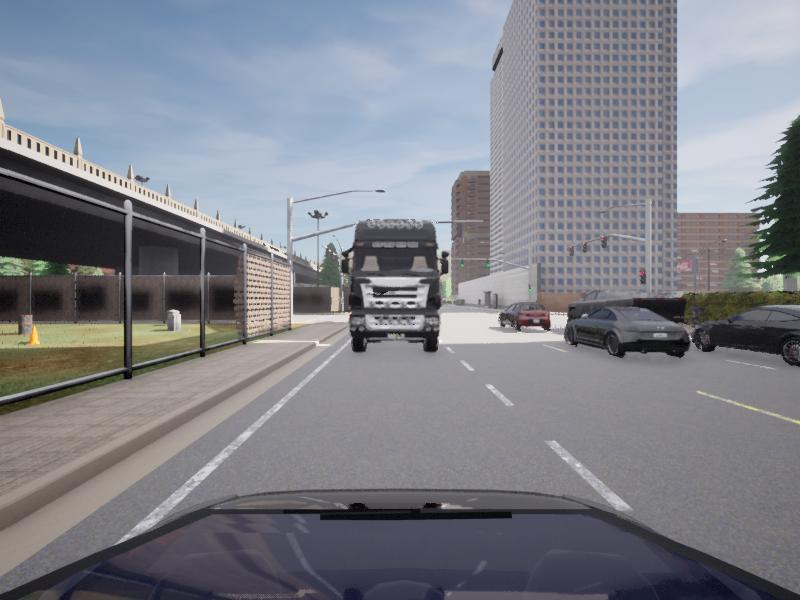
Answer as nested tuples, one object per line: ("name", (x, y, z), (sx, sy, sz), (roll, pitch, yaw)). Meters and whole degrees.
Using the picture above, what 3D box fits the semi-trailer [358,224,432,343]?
("semi-trailer", (-0.259, -0.617, 21.861), (2.717, 4.402, 14.254), (0, 0, -1))

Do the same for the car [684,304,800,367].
("car", (10.361, 0.870, 10.934), (1.812, 1.442, 4.674), (0, 0, -1))

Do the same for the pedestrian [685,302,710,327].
("pedestrian", (15.800, 0.765, 21.282), (0.751, 1.300, 0.751), (0, 0, -5))

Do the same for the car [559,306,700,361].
("car", (6.843, 0.906, 12.564), (1.994, 1.385, 4.181), (0, 0, -1))

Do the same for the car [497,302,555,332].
("car", (6.736, 0.854, 21.915), (1.816, 1.474, 4.193), (0, 0, -1))

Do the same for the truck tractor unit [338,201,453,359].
("truck tractor unit", (-0.165, -0.522, 13.948), (3.053, 4.208, 6.516), (0, 0, -1))

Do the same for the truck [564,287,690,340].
("truck", (10.272, 0.542, 18.966), (2.390, 2.098, 6.274), (0, 0, -1))
